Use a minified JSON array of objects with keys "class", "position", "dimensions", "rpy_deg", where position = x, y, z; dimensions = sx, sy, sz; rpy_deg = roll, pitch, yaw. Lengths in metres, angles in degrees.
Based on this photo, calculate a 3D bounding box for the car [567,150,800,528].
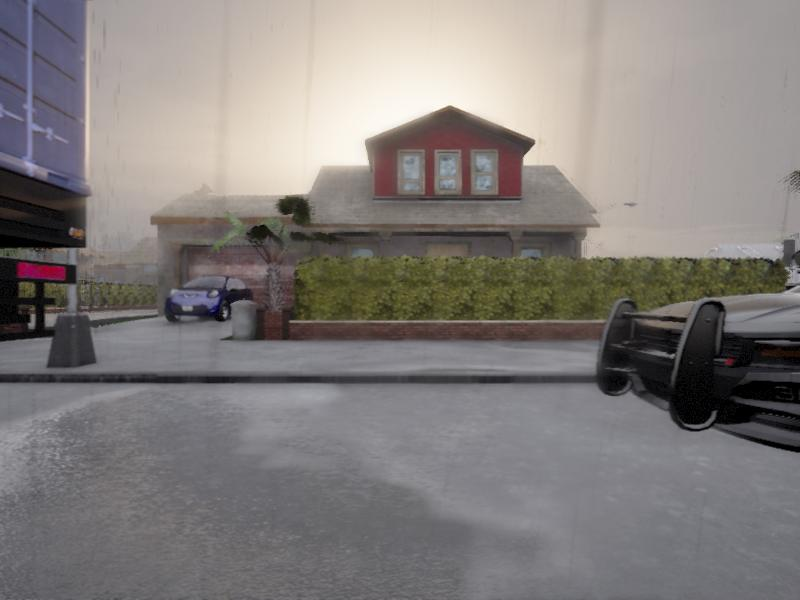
[{"class":"car","position":[4.155,0.172,2.705],"dimensions":[5.238,1.638,1.930],"rpy_deg":[0,0,0]}]

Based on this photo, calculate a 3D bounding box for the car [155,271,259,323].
[{"class":"car","position":[-6.158,-0.084,13.248],"dimensions":[1.845,1.501,3.633],"rpy_deg":[0,0,-3]}]

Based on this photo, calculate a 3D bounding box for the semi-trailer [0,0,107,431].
[{"class":"semi-trailer","position":[-10.096,-1.220,2.681],"dimensions":[14.254,4.402,2.717],"rpy_deg":[0,0,0]}]

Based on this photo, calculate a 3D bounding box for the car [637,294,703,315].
[{"class":"car","position":[19.659,0.310,29.342],"dimensions":[1.994,1.385,4.181],"rpy_deg":[0,0,0]}]

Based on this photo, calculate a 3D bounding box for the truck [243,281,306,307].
[{"class":"truck","position":[-18.762,-0.927,60.211],"dimensions":[8.468,3.827,2.891],"rpy_deg":[0,0,0]}]
